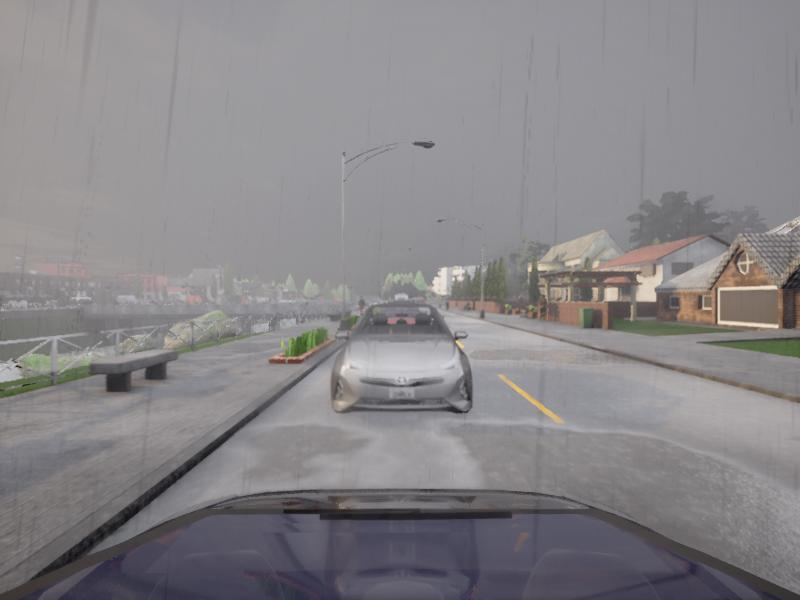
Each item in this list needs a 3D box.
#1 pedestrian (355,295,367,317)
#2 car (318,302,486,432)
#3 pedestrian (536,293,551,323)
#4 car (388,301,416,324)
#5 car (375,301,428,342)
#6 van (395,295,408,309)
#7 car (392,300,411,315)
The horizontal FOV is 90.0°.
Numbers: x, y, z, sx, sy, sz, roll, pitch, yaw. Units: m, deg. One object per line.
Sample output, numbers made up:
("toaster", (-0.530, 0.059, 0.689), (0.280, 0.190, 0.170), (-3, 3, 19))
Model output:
("pedestrian", (-3.282, 0.489, 33.970), (0.751, 1.860, 0.751), (0, 0, 19))
("car", (0.031, 0.819, 7.055), (2.007, 1.525, 4.514), (0, 0, 0))
("pedestrian", (9.235, 0.500, 25.755), (0.751, 1.860, 0.751), (0, 0, 4))
("car", (0.107, 0.818, 28.089), (1.816, 1.474, 4.193), (0, 0, 0))
("car", (0.069, 0.805, 17.379), (2.007, 1.525, 4.514), (0, 0, 0))
("van", (0.267, 0.281, 72.032), (2.351, 2.431, 6.366), (0, 0, 0))
("car", (0.164, 0.767, 43.795), (1.882, 1.535, 5.008), (0, 0, 0))
